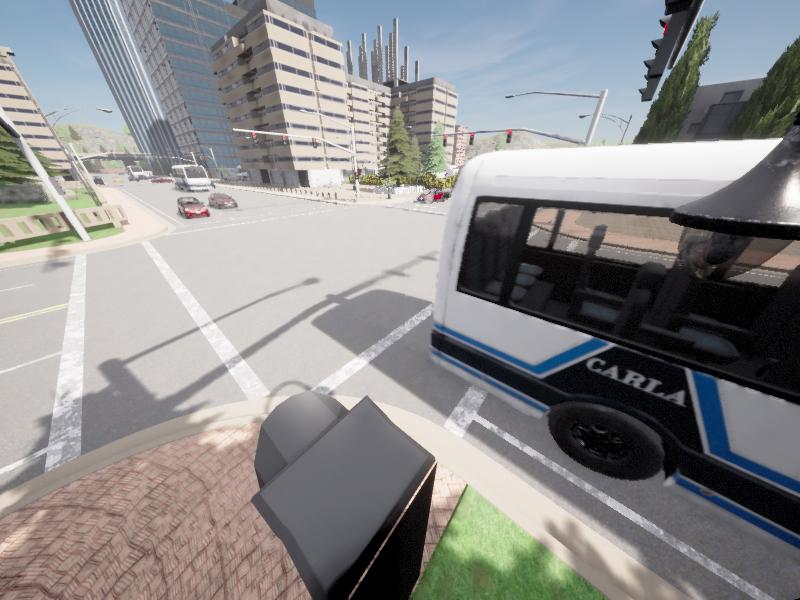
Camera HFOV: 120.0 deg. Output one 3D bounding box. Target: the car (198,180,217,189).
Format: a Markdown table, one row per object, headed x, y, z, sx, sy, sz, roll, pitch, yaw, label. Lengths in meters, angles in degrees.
| x | y | z | sx | sy | sz | roll | pitch | yaw | label |
| --- | --- | --- | --- | --- | --- | --- | --- | --- | --- |
| -40.872 | -24.541 | 49.037 | 4.193 | 1.474 | 1.816 | 23 | 37 | 34 | car |

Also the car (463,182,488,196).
| x | y | z | sx | sy | sz | roll | pitch | yaw | label |
| --- | --- | --- | --- | --- | --- | --- | --- | --- | --- |
| 12.752 | -18.809 | 38.954 | 2.033 | 1.649 | 4.856 | 23 | 37 | 34 | car |

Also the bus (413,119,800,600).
| x | y | z | sx | sy | sz | roll | pitch | yaw | label |
| --- | --- | --- | --- | --- | --- | --- | --- | --- | --- |
| 5.482 | 0.795 | 2.379 | 10.273 | 4.253 | 3.944 | 22 | 37 | 34 | bus |

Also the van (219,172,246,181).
| x | y | z | sx | sy | sz | roll | pitch | yaw | label |
| --- | --- | --- | --- | --- | --- | --- | --- | --- | --- |
| -54.541 | -40.466 | 75.548 | 2.351 | 2.431 | 6.366 | 23 | 37 | 34 | van |

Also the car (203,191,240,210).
| x | y | z | sx | sy | sz | roll | pitch | yaw | label |
| --- | --- | --- | --- | --- | --- | --- | --- | --- | --- |
| -20.100 | -11.219 | 25.995 | 4.674 | 1.442 | 1.812 | 23 | 37 | 34 | car |

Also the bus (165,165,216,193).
| x | y | z | sx | sy | sz | roll | pitch | yaw | label |
| --- | --- | --- | --- | --- | --- | --- | --- | --- | --- |
| -39.050 | -22.611 | 42.918 | 10.273 | 4.253 | 3.944 | 23 | 37 | 34 | bus |

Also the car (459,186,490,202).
| x | y | z | sx | sy | sz | roll | pitch | yaw | label |
| --- | --- | --- | --- | --- | --- | --- | --- | --- | --- |
| 10.255 | -14.559 | 31.692 | 2.038 | 1.542 | 4.974 | 23 | 37 | 34 | car |

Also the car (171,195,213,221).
| x | y | z | sx | sy | sz | roll | pitch | yaw | label |
| --- | --- | --- | --- | --- | --- | --- | --- | --- | --- |
| -19.080 | -8.535 | 21.181 | 3.988 | 1.617 | 1.851 | 24 | 38 | 36 | car |

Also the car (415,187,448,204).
| x | y | z | sx | sy | sz | roll | pitch | yaw | label |
| --- | --- | --- | --- | --- | --- | --- | --- | --- | --- |
| 4.201 | -13.723 | 30.248 | 2.007 | 1.525 | 4.514 | 24 | 38 | 35 | car |

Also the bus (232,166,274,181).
| x | y | z | sx | sy | sz | roll | pitch | yaw | label |
| --- | --- | --- | --- | --- | --- | --- | --- | --- | --- |
| -48.457 | -42.037 | 76.444 | 3.944 | 4.253 | 10.273 | 23 | 37 | 34 | bus |

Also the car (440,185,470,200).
| x | y | z | sx | sy | sz | roll | pitch | yaw | label |
| --- | --- | --- | --- | --- | --- | --- | --- | --- | --- |
| 8.260 | -16.092 | 34.347 | 2.038 | 1.542 | 4.974 | 23 | 37 | 34 | car |
